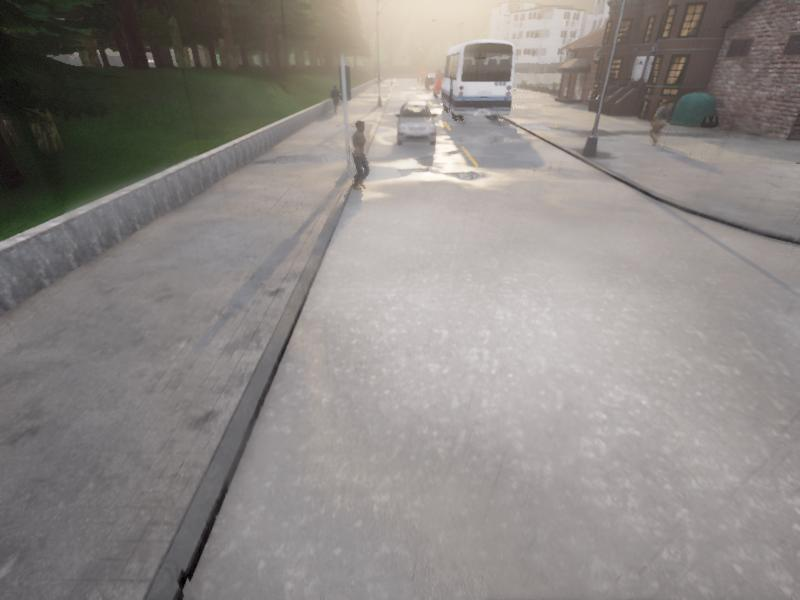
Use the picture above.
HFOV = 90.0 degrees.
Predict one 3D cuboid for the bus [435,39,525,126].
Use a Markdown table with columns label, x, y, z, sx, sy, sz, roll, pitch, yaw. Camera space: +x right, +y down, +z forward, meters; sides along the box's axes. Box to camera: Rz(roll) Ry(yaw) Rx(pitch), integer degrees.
| label | x | y | z | sx | sy | sz | roll | pitch | yaw |
| --- | --- | --- | --- | --- | --- | --- | --- | --- | --- |
| bus | 4.736 | -14.644 | 26.824 | 3.944 | 4.253 | 10.273 | 0 | 30 | 0 |

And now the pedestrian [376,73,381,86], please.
| label | x | y | z | sx | sy | sz | roll | pitch | yaw |
| --- | --- | --- | --- | --- | --- | --- | --- | --- | --- |
| pedestrian | -3.572 | -37.232 | 67.546 | 0.751 | 1.860 | 0.751 | 0 | 30 | 0 |

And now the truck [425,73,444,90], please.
| label | x | y | z | sx | sy | sz | roll | pitch | yaw |
| --- | --- | --- | --- | --- | --- | --- | --- | --- | --- |
| truck | 5.173 | -33.522 | 61.223 | 2.390 | 2.098 | 6.274 | 0 | 30 | 0 |

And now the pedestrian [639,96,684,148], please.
| label | x | y | z | sx | sy | sz | roll | pitch | yaw |
| --- | --- | --- | --- | --- | --- | --- | --- | --- | --- |
| pedestrian | 10.544 | -7.196 | 16.194 | 0.751 | 1.860 | 0.751 | -1 | 30 | -2 |

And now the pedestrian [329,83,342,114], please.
| label | x | y | z | sx | sy | sz | roll | pitch | yaw |
| --- | --- | --- | --- | --- | --- | --- | --- | --- | --- |
| pedestrian | -4.528 | -14.193 | 28.161 | 0.751 | 1.860 | 0.751 | -5 | 31 | -9 |

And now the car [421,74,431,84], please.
| label | x | y | z | sx | sy | sz | roll | pitch | yaw |
| --- | --- | --- | --- | --- | --- | --- | --- | --- | --- |
| car | 5.371 | -45.557 | 82.353 | 1.801 | 1.575 | 5.366 | 0 | 30 | 0 |

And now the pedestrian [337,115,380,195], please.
| label | x | y | z | sx | sy | sz | roll | pitch | yaw |
| --- | --- | --- | --- | --- | --- | --- | --- | --- | --- |
| pedestrian | -1.083 | -3.885 | 10.749 | 0.751 | 1.860 | 0.751 | 15 | 33 | 24 |

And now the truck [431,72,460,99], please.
| label | x | y | z | sx | sy | sz | roll | pitch | yaw |
| --- | --- | --- | --- | --- | --- | --- | --- | --- | --- |
| truck | 5.016 | -24.010 | 44.602 | 2.627 | 2.467 | 5.204 | 0 | 30 | 0 |

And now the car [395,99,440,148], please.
| label | x | y | z | sx | sy | sz | roll | pitch | yaw |
| --- | --- | --- | --- | --- | --- | --- | --- | --- | --- |
| car | 0.721 | -8.201 | 18.428 | 1.851 | 1.617 | 3.988 | 0 | 30 | 0 |
